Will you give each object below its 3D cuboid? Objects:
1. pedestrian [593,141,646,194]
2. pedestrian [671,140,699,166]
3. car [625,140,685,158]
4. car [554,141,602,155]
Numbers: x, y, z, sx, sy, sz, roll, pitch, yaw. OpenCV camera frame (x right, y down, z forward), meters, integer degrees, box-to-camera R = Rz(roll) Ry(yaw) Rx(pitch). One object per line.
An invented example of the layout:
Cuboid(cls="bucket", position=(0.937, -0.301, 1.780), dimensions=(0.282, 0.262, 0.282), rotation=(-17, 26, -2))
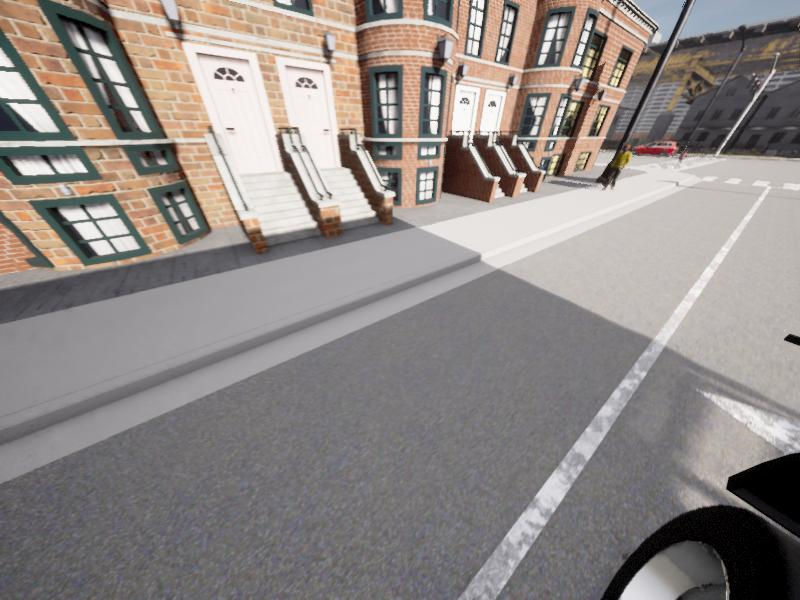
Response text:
Cuboid(cls="pedestrian", position=(9.346, -5.680, 9.911), dimensions=(0.751, 1.860, 0.751), rotation=(-19, 40, -25))
Cuboid(cls="pedestrian", position=(25.231, -12.996, 20.462), dimensions=(0.751, 1.860, 0.751), rotation=(-25, 43, -31))
Cuboid(cls="car", position=(32.555, -19.433, 29.666), dimensions=(2.242, 1.667, 4.611), rotation=(-22, 41, -28))
Cuboid(cls="car", position=(25.352, -21.853, 33.117), dimensions=(1.837, 1.490, 4.892), rotation=(-22, 41, -28))
